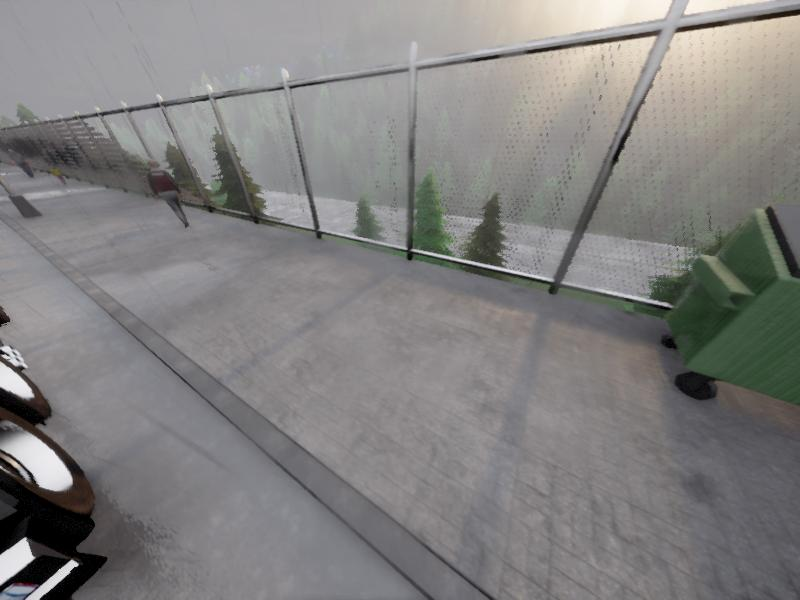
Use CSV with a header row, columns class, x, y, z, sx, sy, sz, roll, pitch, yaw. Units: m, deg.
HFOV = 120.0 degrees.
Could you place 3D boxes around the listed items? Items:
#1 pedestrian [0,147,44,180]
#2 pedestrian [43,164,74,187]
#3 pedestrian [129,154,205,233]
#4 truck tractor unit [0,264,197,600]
class,x,y,z,sx,sy,sz,roll,pitch,yaw
pedestrian,-25.986,-9.362,15.875,0.751,1.860,0.751,20,40,27
pedestrian,-19.742,-7.193,13.360,0.500,1.100,0.500,20,40,26
pedestrian,-6.489,-2.990,6.520,0.751,1.860,0.751,-28,43,-34
truck tractor unit,-5.113,-0.297,0.785,6.516,4.208,3.053,18,39,24
